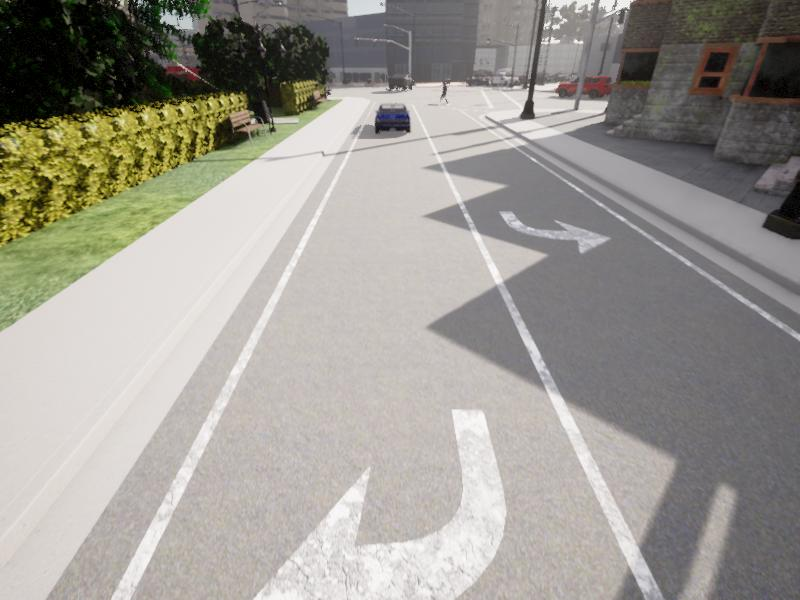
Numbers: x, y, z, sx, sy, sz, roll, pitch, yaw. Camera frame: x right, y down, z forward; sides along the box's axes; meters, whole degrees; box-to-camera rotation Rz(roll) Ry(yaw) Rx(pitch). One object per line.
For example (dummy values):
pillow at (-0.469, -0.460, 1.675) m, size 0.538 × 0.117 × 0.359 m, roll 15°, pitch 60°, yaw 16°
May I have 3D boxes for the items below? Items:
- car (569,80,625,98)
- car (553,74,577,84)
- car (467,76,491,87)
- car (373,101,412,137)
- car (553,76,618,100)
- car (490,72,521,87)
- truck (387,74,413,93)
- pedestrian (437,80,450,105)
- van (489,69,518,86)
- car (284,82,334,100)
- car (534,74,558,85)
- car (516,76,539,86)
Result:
car at (21.810, -23.454, 44.395) m, size 5.008 × 1.535 × 1.882 m, roll 26°, pitch 39°, yaw 37°
car at (32.848, -44.056, 79.572) m, size 5.238 × 1.638 × 1.930 m, roll -23°, pitch 37°, yaw -33°
car at (13.388, -36.916, 67.593) m, size 1.816 × 1.474 × 4.193 m, roll 27°, pitch 40°, yaw 38°
car at (-0.383, -9.758, 21.394) m, size 1.895 × 1.301 × 4.718 m, roll 0°, pitch 30°, yaw -1°
car at (19.371, -22.400, 42.091) m, size 5.566 × 2.045 × 2.150 m, roll 26°, pitch 39°, yaw 37°
car at (17.750, -36.897, 66.980) m, size 5.566 × 2.045 × 2.150 m, roll -27°, pitch 40°, yaw -38°
truck at (0.092, -30.203, 55.588) m, size 2.390 × 2.098 × 6.274 m, roll 7°, pitch 31°, yaw 10°
pedestrian at (3.904, -18.490, 35.653) m, size 0.751 × 1.860 × 0.751 m, roll 25°, pitch 38°, yaw 36°
van at (18.661, -40.061, 71.898) m, size 1.988 × 2.561 × 5.915 m, roll 27°, pitch 40°, yaw 38°
car at (-9.766, -22.634, 43.246) m, size 2.163 × 1.488 × 4.792 m, roll 26°, pitch 39°, yaw 37°
car at (27.588, -41.697, 75.556) m, size 5.238 × 1.638 × 1.930 m, roll -27°, pitch 39°, yaw -37°
car at (22.813, -39.222, 71.506) m, size 4.193 × 1.474 × 1.816 m, roll -27°, pitch 40°, yaw -38°
